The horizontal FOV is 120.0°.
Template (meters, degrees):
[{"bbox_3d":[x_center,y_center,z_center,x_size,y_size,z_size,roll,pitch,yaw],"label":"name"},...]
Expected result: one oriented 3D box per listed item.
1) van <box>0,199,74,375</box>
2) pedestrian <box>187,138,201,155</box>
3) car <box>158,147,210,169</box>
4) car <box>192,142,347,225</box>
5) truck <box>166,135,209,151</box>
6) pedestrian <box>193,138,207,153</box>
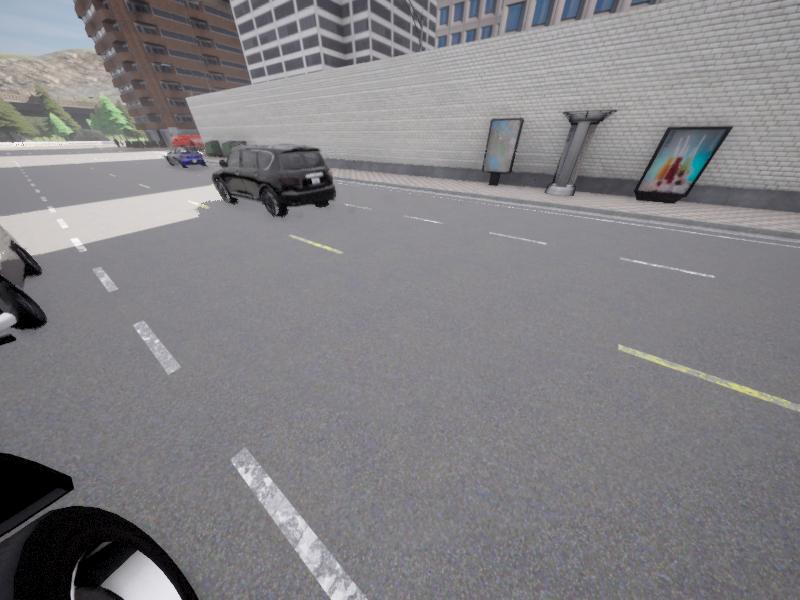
[{"bbox_3d":[-6.645,-0.527,2.852,4.480,2.038,2.069,23,41,30],"label":"van"},{"bbox_3d":[-27.271,-20.248,30.550,0.751,1.860,0.751,-24,42,-30],"label":"pedestrian"},{"bbox_3d":[-19.040,-12.591,20.377,4.193,1.474,1.816,22,41,28],"label":"car"},{"bbox_3d":[-4.906,-4.646,8.703,5.566,2.045,2.150,22,41,27],"label":"car"},{"bbox_3d":[-41.691,-30.957,45.524,2.627,2.467,5.204,22,41,28],"label":"truck"},{"bbox_3d":[-31.159,-24.022,35.977,0.751,1.860,0.751,24,41,30],"label":"pedestrian"}]
